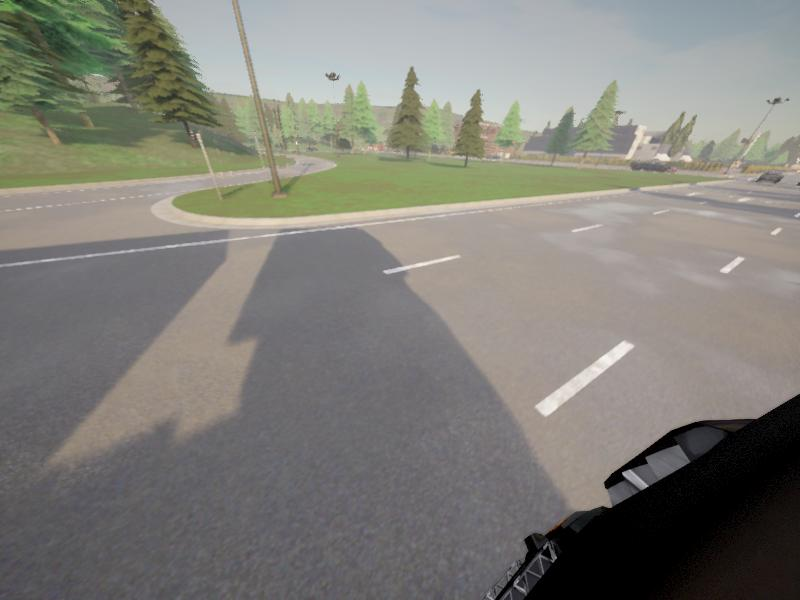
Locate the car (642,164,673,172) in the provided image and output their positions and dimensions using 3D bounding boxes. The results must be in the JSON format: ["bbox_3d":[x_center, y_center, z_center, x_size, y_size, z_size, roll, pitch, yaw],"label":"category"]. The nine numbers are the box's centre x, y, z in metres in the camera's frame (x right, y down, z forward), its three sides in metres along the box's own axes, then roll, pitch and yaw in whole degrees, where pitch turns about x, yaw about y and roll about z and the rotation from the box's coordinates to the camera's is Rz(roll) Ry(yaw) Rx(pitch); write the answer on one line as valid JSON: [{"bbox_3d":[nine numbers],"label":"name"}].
[{"bbox_3d":[57.949,-29.796,52.054,1.994,1.385,4.181,-16,38,-26],"label":"car"}]

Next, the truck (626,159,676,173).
[{"bbox_3d":[52.264,-28.022,48.304,2.390,2.098,6.274,-16,38,-26],"label":"truck"}]

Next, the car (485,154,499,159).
[{"bbox_3d":[37.293,-58.424,94.181,2.038,1.542,4.974,-16,37,-26],"label":"car"}]

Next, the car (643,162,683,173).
[{"bbox_3d":[55.870,-28.133,49.148,2.152,1.651,5.027,-16,38,-26],"label":"car"}]

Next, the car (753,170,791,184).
[{"bbox_3d":[53.976,-17.900,33.519,4.902,1.511,2.128,-17,38,-27],"label":"car"}]

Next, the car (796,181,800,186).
[{"bbox_3d":[54.956,-15.904,30.558,4.892,1.490,1.837,-16,38,-26],"label":"car"}]

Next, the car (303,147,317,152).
[{"bbox_3d":[-34.688,-58.428,89.457,4.674,1.442,1.812,-16,37,-26],"label":"car"}]
